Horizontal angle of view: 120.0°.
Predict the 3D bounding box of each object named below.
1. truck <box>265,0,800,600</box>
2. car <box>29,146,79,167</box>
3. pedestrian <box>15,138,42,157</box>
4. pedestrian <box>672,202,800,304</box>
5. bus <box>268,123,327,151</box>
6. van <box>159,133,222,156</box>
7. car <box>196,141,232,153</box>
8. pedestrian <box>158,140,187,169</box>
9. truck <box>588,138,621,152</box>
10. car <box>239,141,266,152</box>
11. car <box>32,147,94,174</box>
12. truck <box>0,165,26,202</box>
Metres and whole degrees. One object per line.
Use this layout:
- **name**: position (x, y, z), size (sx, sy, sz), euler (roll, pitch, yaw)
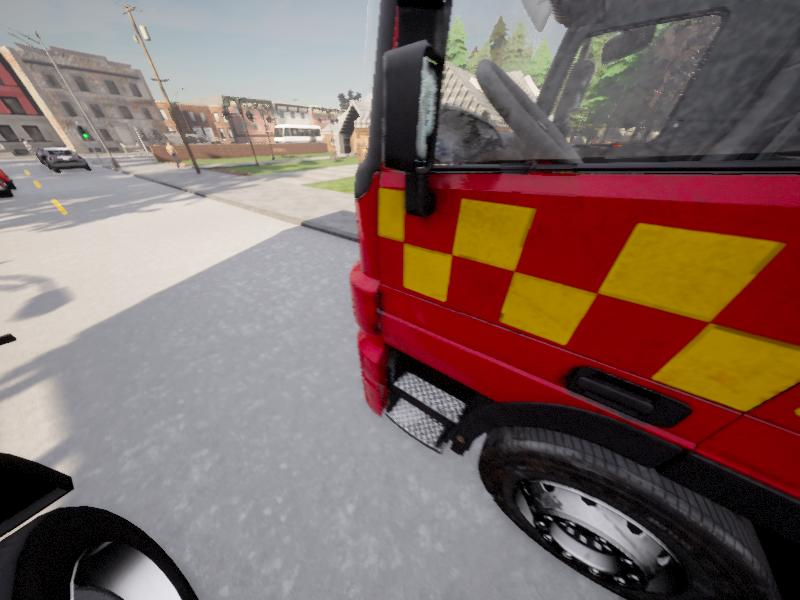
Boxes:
- **truck**: position (3.855, 0.331, 0.151), size (8.468, 3.827, 2.891), euler (22, 41, 28)
- **car**: position (-32.408, -13.516, 21.634), size (4.181, 1.385, 1.994), euler (24, 41, 29)
- **pedestrian**: position (-44.688, -18.403, 27.818), size (0.751, 1.860, 0.751), euler (14, 38, 19)
- **pedestrian**: position (5.435, -0.766, 3.689), size (0.751, 1.300, 0.751), euler (-17, 39, -23)
- **bus**: position (-21.153, -34.263, 48.654), size (3.944, 4.253, 10.273), euler (22, 41, 28)
- **van**: position (-30.135, -22.608, 33.534), size (1.988, 2.561, 5.915), euler (24, 42, 30)
- **car**: position (-30.801, -25.433, 38.345), size (1.851, 1.617, 3.988), euler (22, 41, 28)
- **pedestrian**: position (-17.642, -11.315, 17.981), size (0.751, 1.860, 0.751), euler (21, 40, 27)
- **truck**: position (47.462, -36.156, 53.817), size (5.204, 2.467, 2.627), euler (22, 41, 28)
- **car**: position (-27.144, -28.385, 42.629), size (1.845, 1.501, 3.633), euler (22, 41, 28)
- **car**: position (-25.843, -10.793, 17.730), size (3.806, 1.475, 1.970), euler (22, 41, 28)
- **truck**: position (-18.921, -5.566, 9.509), size (5.204, 2.467, 2.627), euler (22, 41, 28)
